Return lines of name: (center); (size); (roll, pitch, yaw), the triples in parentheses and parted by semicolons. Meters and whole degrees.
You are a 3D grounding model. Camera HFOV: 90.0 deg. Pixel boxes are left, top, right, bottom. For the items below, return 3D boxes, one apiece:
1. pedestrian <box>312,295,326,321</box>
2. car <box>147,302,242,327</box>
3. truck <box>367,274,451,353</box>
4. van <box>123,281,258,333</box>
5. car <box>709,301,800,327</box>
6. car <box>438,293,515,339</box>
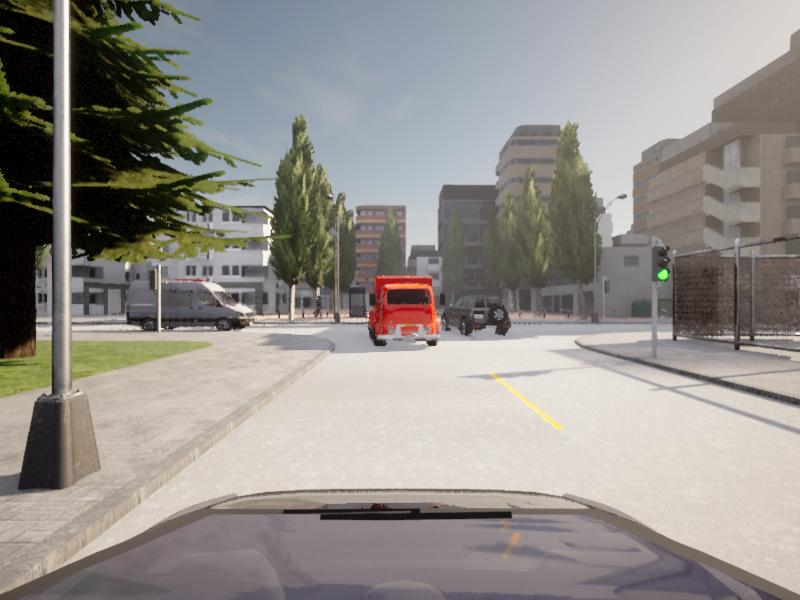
pedestrian: (-5.910, 0.549, 29.291); (0.751, 1.860, 0.751); (0, 0, 11)
car: (-12.573, 0.857, 24.646); (4.892, 1.490, 1.837); (0, 0, 0)
truck: (0.110, 0.340, 15.130); (2.627, 2.467, 5.204); (0, 2, -4)
van: (-10.627, 0.333, 20.611); (5.915, 2.561, 1.988); (0, 0, 0)
car: (22.111, 0.842, 24.690); (4.514, 1.525, 2.007); (0, 0, 0)
car: (3.418, 0.664, 18.862); (1.932, 1.855, 4.605); (1, 0, -11)
